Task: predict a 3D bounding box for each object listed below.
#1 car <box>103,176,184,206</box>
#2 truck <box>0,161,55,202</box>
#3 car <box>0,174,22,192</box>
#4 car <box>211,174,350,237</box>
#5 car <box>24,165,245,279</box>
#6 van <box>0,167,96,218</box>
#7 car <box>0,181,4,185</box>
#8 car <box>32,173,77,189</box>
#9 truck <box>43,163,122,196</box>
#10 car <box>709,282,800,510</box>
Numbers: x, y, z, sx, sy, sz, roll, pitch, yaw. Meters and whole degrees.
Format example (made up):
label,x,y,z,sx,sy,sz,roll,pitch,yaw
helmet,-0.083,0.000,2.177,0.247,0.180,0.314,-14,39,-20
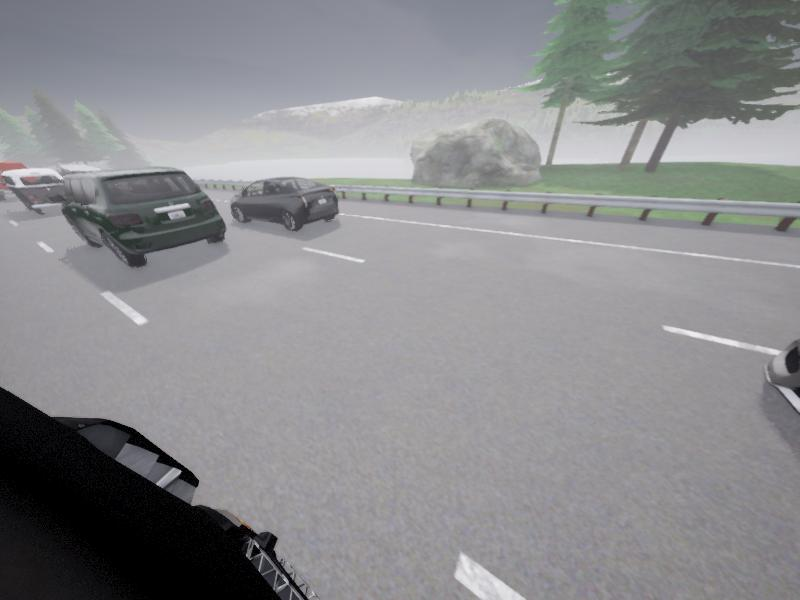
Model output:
label,x,y,z,sx,sy,sz,roll,pitch,yaw
car,-16.106,-6.934,14.495,4.718,1.301,1.895,16,37,26
truck,-31.139,-9.525,18.383,5.204,2.467,2.627,16,38,26
car,-42.258,-12.314,24.288,4.193,1.474,1.816,16,37,26
car,-4.357,-3.652,8.486,4.514,1.525,2.007,16,37,26
car,-7.412,-2.530,6.499,5.566,2.045,2.150,16,37,26
van,-19.625,-6.037,12.680,4.480,2.038,2.069,16,38,26
car,-57.564,-16.627,32.059,4.718,1.301,1.895,16,37,25
car,-39.007,-13.521,26.080,4.718,1.301,1.895,16,37,26
truck,-27.678,-10.594,20.124,6.274,2.098,2.390,16,38,26
car,5.097,1.244,0.291,5.027,1.651,2.152,16,37,26
